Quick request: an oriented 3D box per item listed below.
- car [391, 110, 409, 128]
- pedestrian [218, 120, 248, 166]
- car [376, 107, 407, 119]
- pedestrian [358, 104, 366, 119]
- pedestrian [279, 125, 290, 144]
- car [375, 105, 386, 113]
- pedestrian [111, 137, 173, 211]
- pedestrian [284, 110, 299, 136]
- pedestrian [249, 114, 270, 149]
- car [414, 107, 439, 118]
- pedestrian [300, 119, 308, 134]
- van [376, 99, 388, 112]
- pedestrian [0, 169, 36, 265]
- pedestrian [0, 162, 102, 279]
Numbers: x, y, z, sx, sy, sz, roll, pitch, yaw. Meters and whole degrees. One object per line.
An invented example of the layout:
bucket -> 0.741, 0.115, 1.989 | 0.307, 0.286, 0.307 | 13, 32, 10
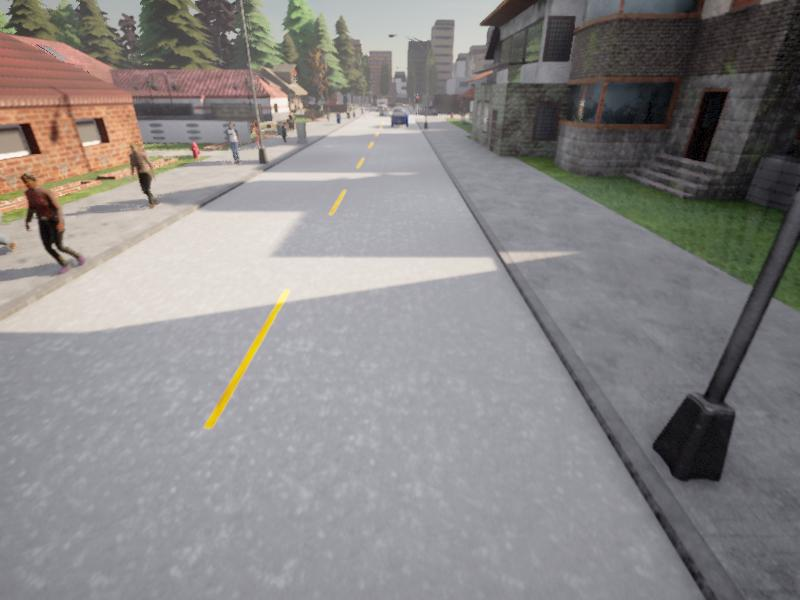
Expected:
car -> -0.028, -19.663, 43.366 | 1.882, 1.535, 5.008 | 0, 27, 0
pedestrian -> -7.621, -7.206, 18.366 | 0.751, 1.860, 0.751 | 0, 27, 1
car -> -1.246, -29.651, 63.349 | 4.611, 1.667, 2.242 | -24, 36, -38
pedestrian -> -5.345, -26.622, 56.523 | 0.751, 1.860, 0.751 | 9, 29, 18
pedestrian -> -7.721, -11.079, 26.763 | 0.500, 1.100, 0.500 | 1, 27, 1
car -> -4.050, -39.594, 82.910 | 1.970, 1.475, 3.806 | 0, 27, 0
pedestrian -> -7.109, -3.481, 11.095 | 0.751, 1.860, 0.751 | 0, 27, -1
pedestrian -> -8.678, -14.194, 32.008 | 0.751, 1.860, 0.751 | 3, 27, 5
pedestrian -> -8.453, -10.137, 24.085 | 0.751, 1.860, 0.751 | 0, 27, -1
car -> 4.335, -30.782, 65.548 | 3.633, 1.501, 1.845 | 6, 28, 12
pedestrian -> -8.057, -14.558, 33.554 | 0.500, 1.100, 0.500 | -7, 28, -14
van -> -4.055, -43.947, 90.265 | 2.351, 2.431, 6.366 | 0, 27, 0
pedestrian -> -7.967, -1.686, 7.584 | 0.751, 1.860, 0.751 | 3, 27, 5
pedestrian -> -6.147, -1.389, 7.013 | 0.751, 1.860, 0.751 | -2, 27, -4
